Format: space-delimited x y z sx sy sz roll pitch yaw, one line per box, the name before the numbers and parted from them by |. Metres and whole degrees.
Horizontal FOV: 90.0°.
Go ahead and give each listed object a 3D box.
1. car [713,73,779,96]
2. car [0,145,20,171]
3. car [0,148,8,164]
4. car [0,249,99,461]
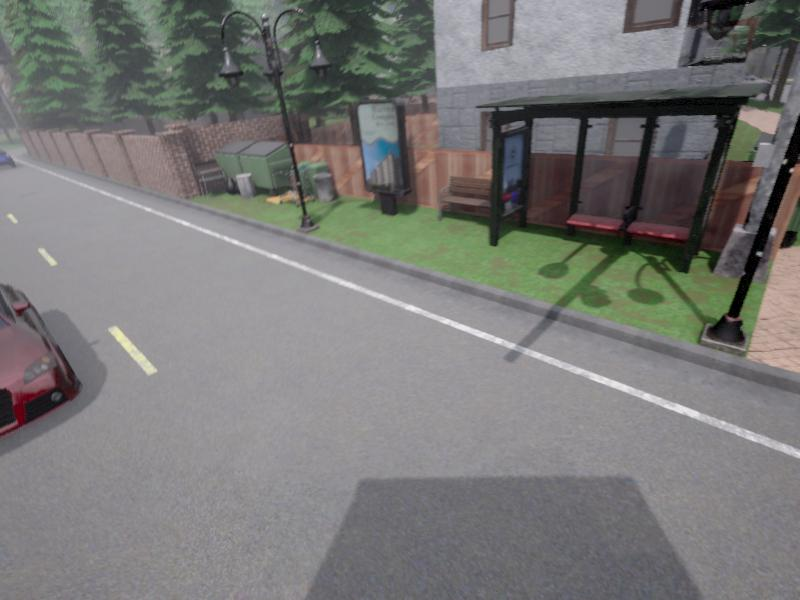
car | 27.647 -17.373 32.193 1.994 1.385 4.181 -1 29 8
car | -31.951 -11.166 31.555 4.514 1.525 2.007 20 38 39
car | -36.660 -12.908 35.551 3.705 1.549 1.789 20 38 39
car | -6.143 0.667 5.497 4.181 1.385 1.994 20 38 38
